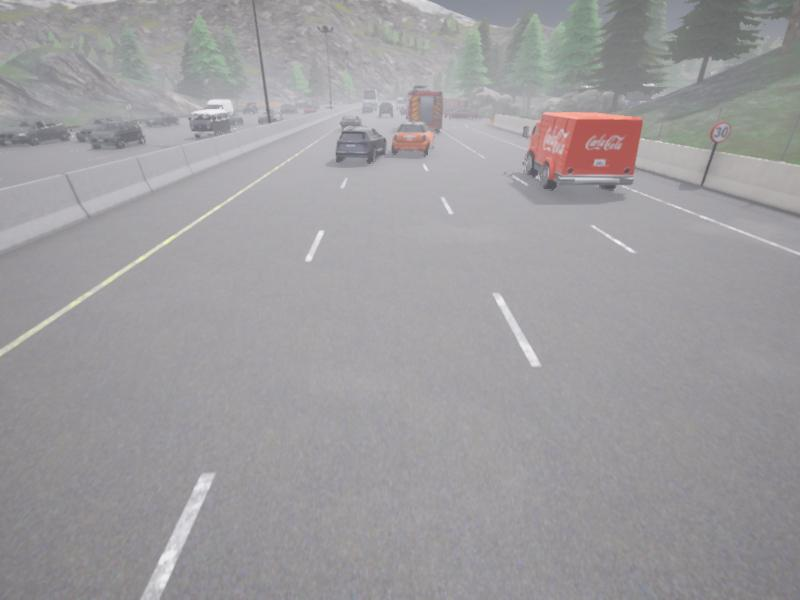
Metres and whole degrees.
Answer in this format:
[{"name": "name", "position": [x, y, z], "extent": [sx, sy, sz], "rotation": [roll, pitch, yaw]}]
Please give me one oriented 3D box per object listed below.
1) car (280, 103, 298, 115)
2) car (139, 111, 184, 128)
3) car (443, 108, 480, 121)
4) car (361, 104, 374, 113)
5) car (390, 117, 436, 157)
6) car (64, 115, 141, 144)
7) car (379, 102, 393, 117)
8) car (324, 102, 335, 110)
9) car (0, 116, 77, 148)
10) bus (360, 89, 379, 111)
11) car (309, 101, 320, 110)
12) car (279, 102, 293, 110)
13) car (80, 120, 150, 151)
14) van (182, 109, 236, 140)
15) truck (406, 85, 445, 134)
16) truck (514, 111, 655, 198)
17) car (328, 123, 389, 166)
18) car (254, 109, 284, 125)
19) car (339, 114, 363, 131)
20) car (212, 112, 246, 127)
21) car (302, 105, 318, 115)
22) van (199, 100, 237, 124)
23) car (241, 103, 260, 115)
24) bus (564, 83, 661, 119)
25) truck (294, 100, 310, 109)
[{"name": "car", "position": [-20.072, -34.819, 72.800], "extent": [2.097, 1.767, 4.553], "rotation": [-1, 27, -2]}, {"name": "car", "position": [-25.997, -19.850, 43.836], "extent": [2.128, 1.511, 4.902], "rotation": [-1, 27, -2]}, {"name": "car", "position": [8.567, -25.976, 55.857], "extent": [4.792, 1.488, 2.163], "rotation": [6, 28, 12]}, {"name": "car", "position": [-6.242, -37.126, 77.651], "extent": [2.163, 1.488, 4.792], "rotation": [-1, 27, -2]}, {"name": "car", "position": [0.886, -9.803, 23.872], "extent": [2.097, 1.767, 4.553], "rotation": [4, 27, 8]}, {"name": "car", "position": [-21.978, -12.804, 29.879], "extent": [2.242, 1.667, 4.611], "rotation": [-1, 27, -2]}, {"name": "car", "position": [-2.262, -30.791, 64.645], "extent": [2.150, 2.045, 5.566], "rotation": [-1, 27, -2]}, {"name": "car", "position": [-17.454, -48.256, 99.346], "extent": [1.801, 1.575, 5.366], "rotation": [0, 27, -1]}, {"name": "car", "position": [-25.396, -11.675, 27.672], "extent": [2.242, 1.667, 4.611], "rotation": [-1, 27, -2]}, {"name": "bus", "position": [-6.943, -46.331, 92.595], "extent": [3.944, 4.253, 10.273], "rotation": [-1, 27, -2]}, {"name": "car", "position": [-20.958, -47.699, 97.898], "extent": [1.905, 1.878, 3.866], "rotation": [0, 27, -1]}, {"name": "car", "position": [-27.955, -47.814, 98.592], "extent": [2.128, 1.511, 4.902], "rotation": [0, 27, -1]}, {"name": "car", "position": [-18.329, -10.737, 25.969], "extent": [1.789, 1.549, 3.705], "rotation": [-1, 27, -2]}, {"name": "van", "position": [-15.051, -14.044, 31.900], "extent": [2.069, 2.038, 4.480], "rotation": [-1, 27, -2]}, {"name": "truck", "position": [2.199, -18.471, 38.592], "extent": [2.891, 3.827, 8.468], "rotation": [-1, 27, -2]}, {"name": "truck", "position": [6.422, -5.656, 15.022], "extent": [2.627, 2.467, 5.204], "rotation": [0, 27, 0]}, {"name": "car", "position": [-2.010, -8.363, 21.240], "extent": [2.033, 1.649, 4.856], "rotation": [4, 27, 8]}, {"name": "car", "position": [-15.645, -21.983, 47.975], "extent": [2.038, 1.542, 4.974], "rotation": [-1, 28, -2]}, {"name": "car", "position": [-4.839, -17.748, 39.958], "extent": [1.895, 1.301, 4.718], "rotation": [-1, 27, -2]}, {"name": "car", "position": [-19.023, -20.206, 44.688], "extent": [1.994, 1.385, 4.181], "rotation": [-1, 27, -2]}, {"name": "car", "position": [-16.616, -35.298, 74.103], "extent": [2.007, 1.525, 4.514], "rotation": [-1, 27, -2]}, {"name": "van", "position": [-22.750, -23.754, 50.339], "extent": [1.988, 2.561, 5.915], "rotation": [-1, 27, -2]}, {"name": "car", "position": [-27.068, -34.735, 72.548], "extent": [1.905, 1.878, 3.866], "rotation": [-1, 27, -2]}, {"name": "bus", "position": [28.684, -27.108, 54.570], "extent": [10.273, 4.253, 3.944], "rotation": [-1, 27, -1]}, {"name": "truck", "position": [-24.455, -48.806, 99.806], "extent": [2.390, 2.098, 6.274], "rotation": [0, 27, -1]}]
